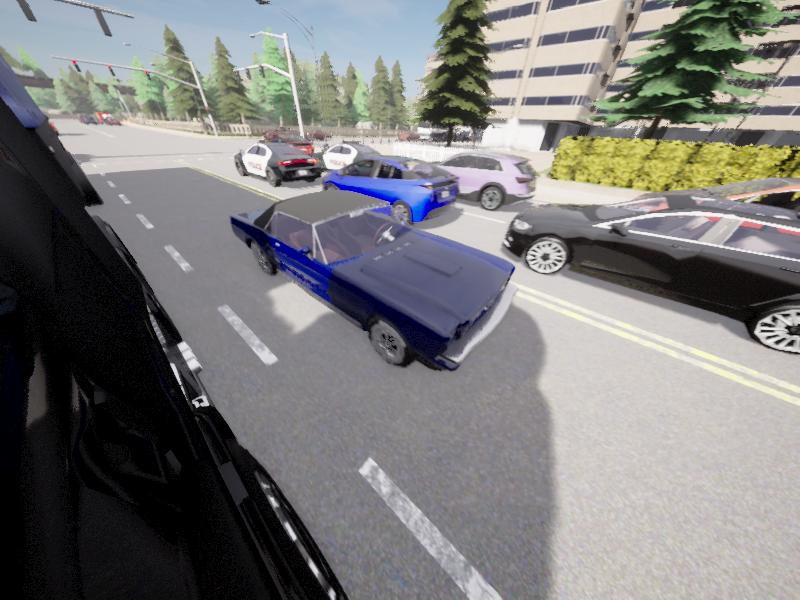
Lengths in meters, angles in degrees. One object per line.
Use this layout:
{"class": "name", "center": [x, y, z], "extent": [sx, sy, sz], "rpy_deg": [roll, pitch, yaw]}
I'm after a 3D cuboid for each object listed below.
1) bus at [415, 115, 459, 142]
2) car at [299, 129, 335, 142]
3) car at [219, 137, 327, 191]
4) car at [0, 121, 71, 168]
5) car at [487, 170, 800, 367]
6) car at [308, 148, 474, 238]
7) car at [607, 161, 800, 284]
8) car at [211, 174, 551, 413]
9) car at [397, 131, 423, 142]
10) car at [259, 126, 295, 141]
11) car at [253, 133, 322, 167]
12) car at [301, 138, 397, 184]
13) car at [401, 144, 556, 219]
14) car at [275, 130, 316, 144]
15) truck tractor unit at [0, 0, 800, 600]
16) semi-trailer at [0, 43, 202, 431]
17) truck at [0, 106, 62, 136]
{"class": "bus", "center": [7.988, -36.568, 49.472], "extent": [3.944, 4.253, 10.273], "rpy_deg": [28, 44, 30]}
{"class": "car", "center": [-12.402, -24.687, 34.695], "extent": [1.812, 1.442, 4.674], "rpy_deg": [28, 44, 30]}
{"class": "car", "center": [-5.804, -6.350, 10.504], "extent": [4.974, 1.542, 2.038], "rpy_deg": [28, 44, 30]}
{"class": "car", "center": [-19.691, -8.315, 12.195], "extent": [5.238, 1.638, 1.930], "rpy_deg": [28, 44, 30]}
{"class": "car", "center": [4.415, -0.901, 3.854], "extent": [4.902, 1.511, 2.128], "rpy_deg": [28, 44, 30]}
{"class": "car", "center": [-0.460, -3.502, 7.024], "extent": [4.514, 1.525, 2.007], "rpy_deg": [28, 44, 30]}
{"class": "car", "center": [7.971, -1.812, 5.154], "extent": [4.611, 1.667, 2.242], "rpy_deg": [28, 44, 30]}
{"class": "car", "center": [-0.721, -0.810, 3.600], "extent": [4.718, 1.301, 1.895], "rpy_deg": [28, 44, 30]}
{"class": "car", "center": [1.978, -31.335, 44.306], "extent": [2.152, 1.651, 5.027], "rpy_deg": [28, 44, 30]}
{"class": "car", "center": [-17.907, -24.303, 33.710], "extent": [1.851, 1.617, 3.988], "rpy_deg": [30, 45, 32]}
{"class": "car", "center": [-7.471, -10.023, 15.317], "extent": [4.514, 1.525, 2.007], "rpy_deg": [29, 44, 31]}
{"class": "car", "center": [-2.740, -7.456, 12.168], "extent": [4.974, 1.542, 2.038], "rpy_deg": [28, 44, 30]}
{"class": "car", "center": [2.585, -4.660, 8.671], "extent": [4.856, 1.649, 2.033], "rpy_deg": [28, 44, 30]}
{"class": "car", "center": [-13.304, -20.868, 29.596], "extent": [1.994, 1.385, 4.181], "rpy_deg": [29, 44, 31]}
{"class": "truck tractor unit", "center": [-2.645, -0.295, 0.351], "extent": [6.516, 4.208, 3.053], "rpy_deg": [28, 44, 30]}
{"class": "semi-trailer", "center": [-8.701, -3.597, 4.235], "extent": [14.254, 4.402, 2.717], "rpy_deg": [28, 44, 30]}
{"class": "truck", "center": [-40.829, -19.912, 25.723], "extent": [5.204, 2.467, 2.627], "rpy_deg": [28, 44, 30]}
